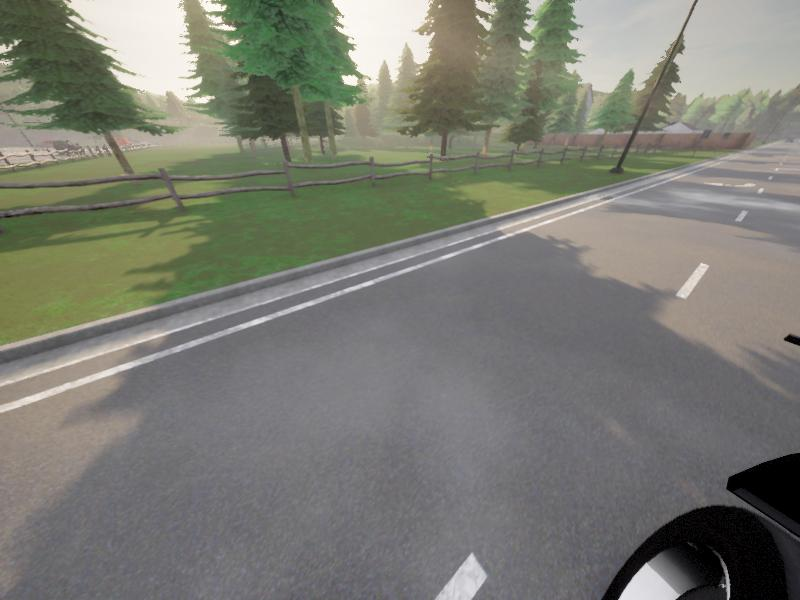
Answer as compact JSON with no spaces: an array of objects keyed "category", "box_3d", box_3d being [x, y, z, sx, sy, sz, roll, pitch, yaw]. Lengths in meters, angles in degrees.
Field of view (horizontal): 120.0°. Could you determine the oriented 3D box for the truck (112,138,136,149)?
[{"category":"truck","box_3d":[-80.810,-46.019,67.792,2.627,2.467,5.204,-18,39,-23]}]
